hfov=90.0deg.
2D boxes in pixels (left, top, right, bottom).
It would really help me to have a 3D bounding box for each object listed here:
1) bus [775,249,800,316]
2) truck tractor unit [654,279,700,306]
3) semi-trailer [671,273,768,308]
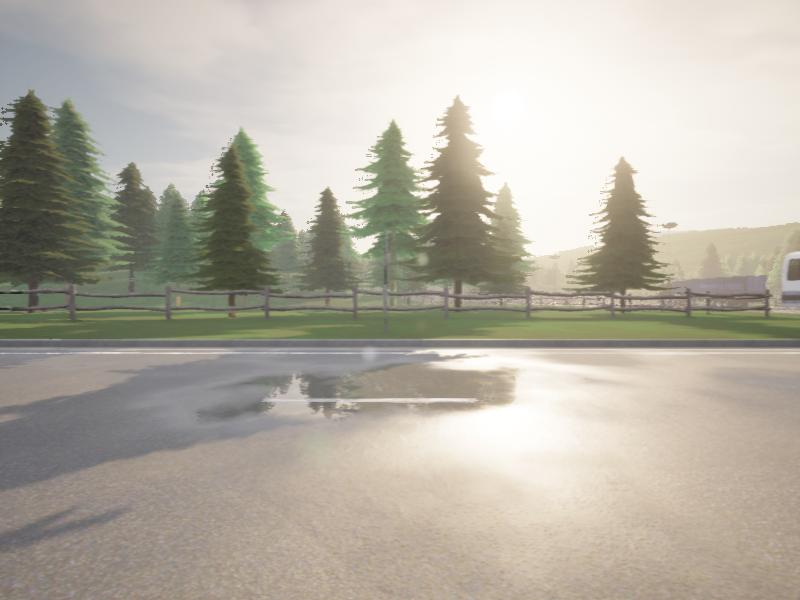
[{"bbox_3d":[27.490,-1.131,22.054,3.944,4.253,10.273,0,0,-1],"label":"bus"},{"bbox_3d":[45.467,-1.122,65.937,3.053,4.208,6.516,0,0,1],"label":"truck tractor unit"},{"bbox_3d":[45.440,-1.218,58.018,2.717,4.402,14.254,0,0,0],"label":"semi-trailer"}]
